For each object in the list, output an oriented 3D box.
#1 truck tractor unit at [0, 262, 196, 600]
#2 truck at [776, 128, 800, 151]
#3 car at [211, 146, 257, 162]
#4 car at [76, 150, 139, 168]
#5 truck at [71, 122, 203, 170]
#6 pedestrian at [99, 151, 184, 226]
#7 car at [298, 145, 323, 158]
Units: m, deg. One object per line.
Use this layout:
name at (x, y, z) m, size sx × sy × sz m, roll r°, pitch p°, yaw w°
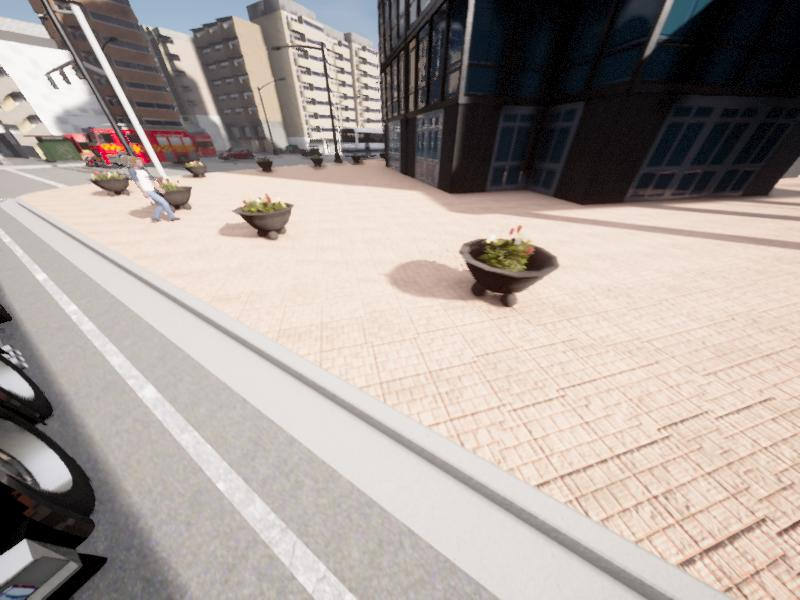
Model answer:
truck tractor unit at (-5.107, -0.305, 0.785) m, size 6.516 × 4.208 × 3.053 m, roll 19°, pitch 39°, yaw 24°
truck at (82.591, -32.497, 46.634) m, size 2.891 × 3.827 × 8.468 m, roll 19°, pitch 39°, yaw 25°
car at (-23.639, -20.925, 33.117) m, size 2.097 × 1.767 × 4.553 m, roll 18°, pitch 38°, yaw 24°
car at (-32.678, -15.873, 25.961) m, size 1.970 × 1.475 × 3.806 m, roll 18°, pitch 38°, yaw 24°
truck at (-28.328, -17.173, 25.790) m, size 2.891 × 3.827 × 8.468 m, roll 18°, pitch 38°, yaw 24°
pedestrian at (-7.464, -3.258, 6.818) m, size 0.751 × 1.860 × 0.751 m, roll -13°, pitch 37°, yaw -17°
car at (-16.731, -27.903, 43.367) m, size 1.905 × 1.878 × 3.866 m, roll 17°, pitch 37°, yaw 23°
